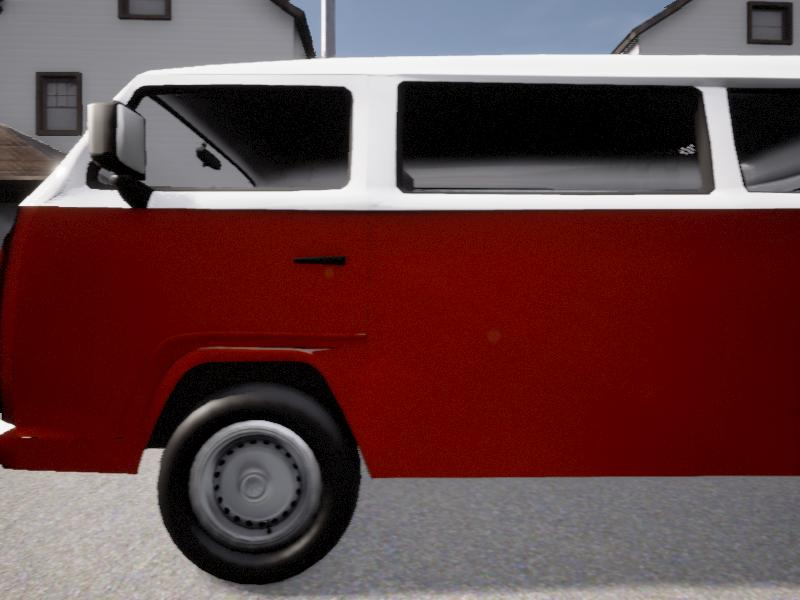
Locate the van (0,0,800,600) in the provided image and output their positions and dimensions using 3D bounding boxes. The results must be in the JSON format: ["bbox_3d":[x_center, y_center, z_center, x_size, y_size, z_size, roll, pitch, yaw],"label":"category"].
[{"bbox_3d":[0.655,-0.029,2.214,4.480,2.038,2.069,0,0,-1],"label":"van"}]
